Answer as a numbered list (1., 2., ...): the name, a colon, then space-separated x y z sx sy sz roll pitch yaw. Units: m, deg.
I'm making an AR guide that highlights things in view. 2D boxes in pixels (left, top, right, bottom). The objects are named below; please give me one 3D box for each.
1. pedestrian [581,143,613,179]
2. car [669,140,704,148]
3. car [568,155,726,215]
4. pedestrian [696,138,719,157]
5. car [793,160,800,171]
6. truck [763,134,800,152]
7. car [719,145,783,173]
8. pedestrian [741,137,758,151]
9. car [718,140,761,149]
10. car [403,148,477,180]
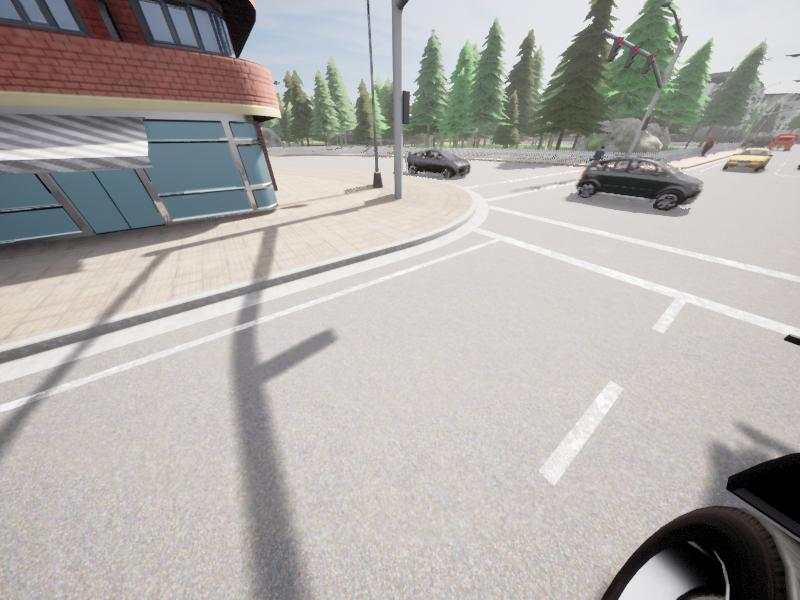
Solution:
1. pedestrian: 12.267 -8.677 14.409 0.751 1.860 0.751 -27 43 -32
2. car: 69.258 -37.900 55.932 1.837 1.490 4.892 -21 40 -27
3. car: 9.332 -4.710 9.124 1.789 1.549 3.705 -23 41 -29
4. pedestrian: 35.989 -17.833 27.061 0.751 1.860 0.751 -22 41 -28
5. car: 33.612 -11.120 18.182 4.792 1.488 2.163 -22 41 -28
6. truck: 67.375 -27.711 40.639 5.204 2.467 2.627 -22 41 -28
7. car: 27.846 -11.245 18.314 5.366 1.575 1.801 -21 40 -27
8. pedestrian: 58.262 -25.998 38.496 0.751 1.860 0.751 -24 42 -30
9. car: 73.692 -33.938 50.277 1.837 1.490 4.892 -12 37 -17
10. car: 2.540 -9.307 15.689 4.514 1.525 2.007 26 43 33
